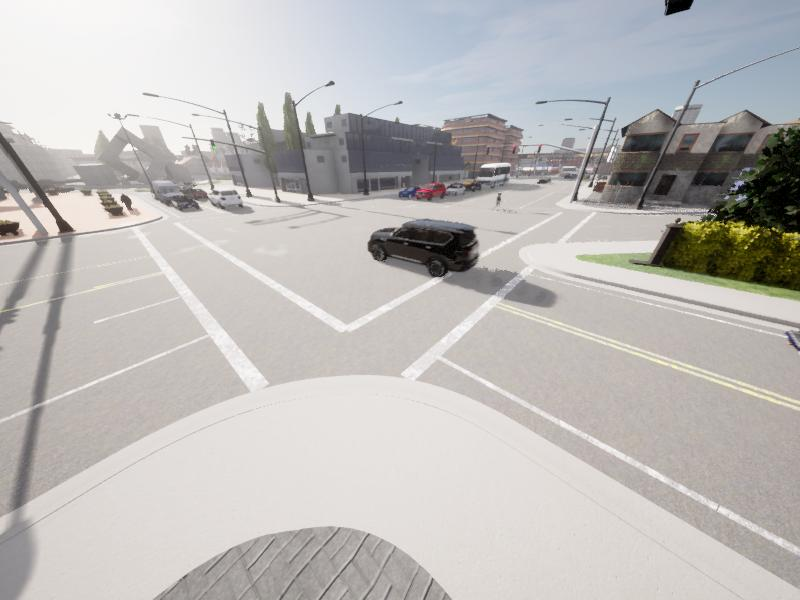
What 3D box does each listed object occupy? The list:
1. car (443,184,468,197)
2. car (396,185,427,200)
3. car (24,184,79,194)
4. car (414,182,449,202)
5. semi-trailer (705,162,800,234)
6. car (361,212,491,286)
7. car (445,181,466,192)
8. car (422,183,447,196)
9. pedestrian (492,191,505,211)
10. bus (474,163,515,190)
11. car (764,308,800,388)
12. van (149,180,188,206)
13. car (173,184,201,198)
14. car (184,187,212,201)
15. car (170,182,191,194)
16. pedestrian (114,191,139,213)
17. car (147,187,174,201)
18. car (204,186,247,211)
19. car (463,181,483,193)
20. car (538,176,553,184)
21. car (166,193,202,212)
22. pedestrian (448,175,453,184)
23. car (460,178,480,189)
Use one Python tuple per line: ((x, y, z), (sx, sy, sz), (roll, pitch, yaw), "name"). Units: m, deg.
((9.175, -18.068, 37.952), (1.812, 1.442, 4.674), (23, 38, 34), "car")
((1.789, -16.373, 35.030), (1.882, 1.535, 5.008), (22, 37, 34), "car")
((-63.528, -20.393, 42.223), (5.357, 1.411, 2.033), (-7, 31, -13), "car")
((4.495, -15.481, 32.969), (2.150, 2.045, 5.566), (23, 37, 34), "car")
((32.028, -7.635, 17.112), (14.254, 4.402, 2.717), (-3, 30, -5), "semi-trailer")
((0.978, -2.706, 10.969), (5.566, 2.045, 2.150), (20, 36, 32), "car")
((10.656, -21.736, 44.166), (1.994, 1.385, 4.181), (24, 39, 35), "car")
((5.948, -18.877, 39.331), (1.837, 1.490, 4.892), (22, 38, 34), "car")
((10.383, -10.389, 24.351), (0.751, 1.860, 0.751), (1, 30, 2), "pedestrian")
((19.637, -25.762, 47.774), (3.944, 4.253, 10.273), (23, 39, 34), "bus")
((11.084, 1.734, 4.011), (4.718, 1.301, 1.895), (23, 37, 34), "car")
((-29.986, -13.922, 29.886), (5.915, 2.561, 1.988), (23, 37, 34), "van")
((-34.663, -17.825, 37.543), (5.238, 1.638, 1.930), (23, 37, 34), "car")
((-29.555, -15.561, 33.788), (4.193, 1.474, 1.816), (23, 37, 34), "car")
((-39.723, -20.263, 41.765), (1.930, 1.638, 5.238), (-26, 39, -37), "car")
((-27.300, -9.812, 23.099), (0.751, 1.860, 0.751), (12, 32, 20), "pedestrian")
((-35.140, -15.621, 33.838), (3.633, 1.501, 1.845), (22, 37, 33), "car")
((-20.334, -11.867, 26.822), (5.566, 2.045, 2.150), (24, 38, 35), "car")
((13.383, -20.697, 42.256), (1.816, 1.474, 4.193), (23, 38, 34), "car")
((33.867, -27.917, 53.817), (1.895, 1.301, 4.718), (23, 38, 34), "car")
((-24.281, -11.043, 25.962), (4.193, 1.474, 1.816), (23, 37, 34), "car")
((12.048, -28.874, 55.141), (0.751, 1.860, 0.751), (18, 35, 28), "pedestrian")
((14.715, -24.380, 48.283), (1.882, 1.535, 5.008), (23, 39, 34), "car")
